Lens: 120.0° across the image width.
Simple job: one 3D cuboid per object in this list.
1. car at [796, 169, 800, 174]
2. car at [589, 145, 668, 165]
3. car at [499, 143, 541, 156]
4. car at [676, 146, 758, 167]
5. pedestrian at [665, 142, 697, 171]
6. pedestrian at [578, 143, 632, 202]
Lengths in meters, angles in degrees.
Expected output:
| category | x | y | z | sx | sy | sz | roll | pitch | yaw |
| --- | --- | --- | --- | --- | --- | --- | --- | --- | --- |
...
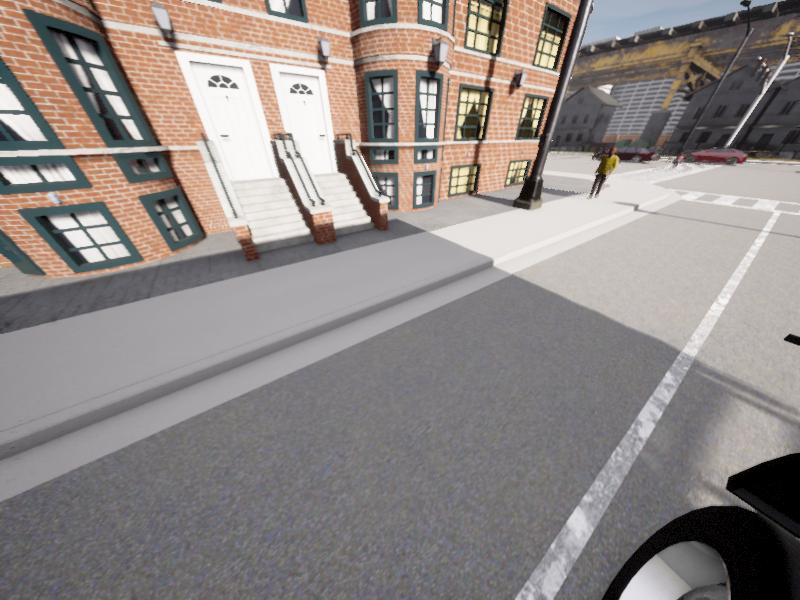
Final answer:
| category | x | y | z | sx | sy | sz | roll | pitch | yaw |
| --- | --- | --- | --- | --- | --- | --- | --- | --- | --- |
| car | 30.814 | -8.943 | 15.042 | 1.837 | 1.490 | 4.892 | -21 | 40 | -27 |
| car | 23.510 | -15.189 | 24.077 | 2.033 | 1.411 | 5.357 | -21 | 40 | -27 |
| car | 18.356 | -23.266 | 35.602 | 2.033 | 1.411 | 5.357 | -21 | 40 | -27 |
| car | 29.586 | -13.584 | 21.761 | 1.994 | 1.385 | 4.181 | -21 | 40 | -27 |
| pedestrian | 21.504 | -11.008 | 17.705 | 0.751 | 1.860 | 0.751 | -27 | 43 | -33 |
| pedestrian | 7.710 | -4.810 | 8.757 | 0.751 | 1.860 | 0.751 | -26 | 42 | -31 |
